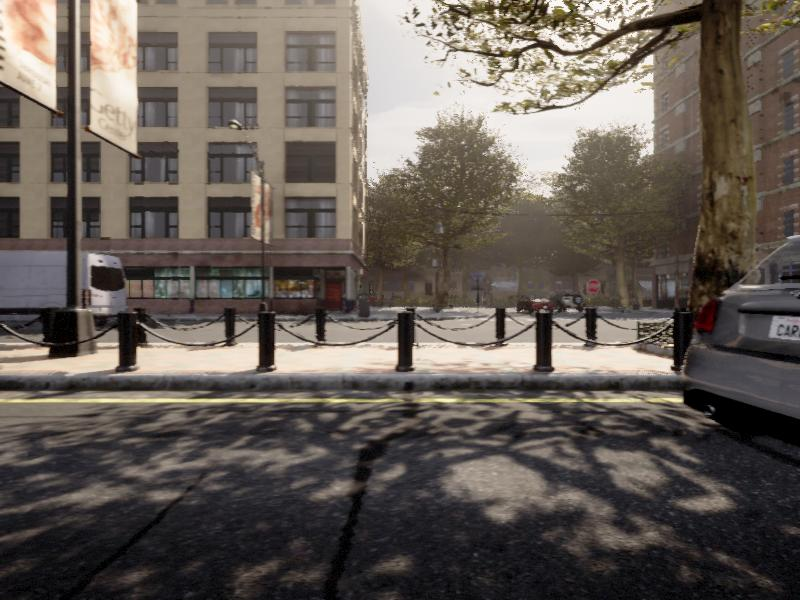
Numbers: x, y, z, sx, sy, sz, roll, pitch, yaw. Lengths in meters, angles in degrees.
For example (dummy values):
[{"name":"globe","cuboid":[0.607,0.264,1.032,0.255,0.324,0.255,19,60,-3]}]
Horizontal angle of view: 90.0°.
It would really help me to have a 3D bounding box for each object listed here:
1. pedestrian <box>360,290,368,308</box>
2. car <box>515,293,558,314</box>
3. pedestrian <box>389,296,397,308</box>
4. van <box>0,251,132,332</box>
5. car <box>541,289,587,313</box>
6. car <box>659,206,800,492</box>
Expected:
[{"name":"pedestrian","cuboid":[-3.786,-0.115,42.149,0.751,1.860,0.751,0,0,-4]},{"name":"car","cuboid":[10.303,0.254,30.574,1.816,1.474,4.193,0,0,-1]},{"name":"pedestrian","cuboid":[-0.773,0.165,43.652,0.751,1.300,0.751,0,0,-14]},{"name":"van","cuboid":[-12.800,-0.278,13.684,5.915,2.561,1.988,0,0,0]},{"name":"car","cuboid":[13.749,0.052,33.795,1.932,1.855,4.605,0,0,-1]},{"name":"car","cuboid":[3.965,0.253,2.205,3.806,1.475,1.970,0,0,0]}]
